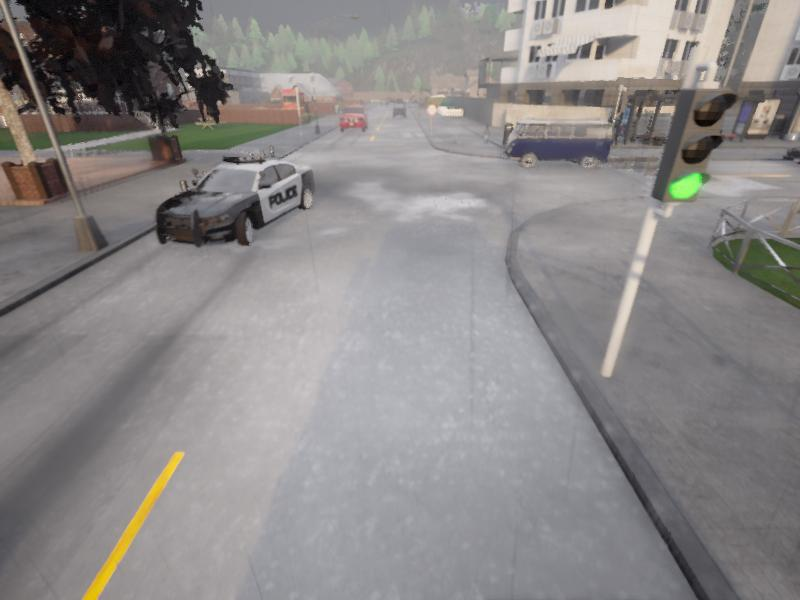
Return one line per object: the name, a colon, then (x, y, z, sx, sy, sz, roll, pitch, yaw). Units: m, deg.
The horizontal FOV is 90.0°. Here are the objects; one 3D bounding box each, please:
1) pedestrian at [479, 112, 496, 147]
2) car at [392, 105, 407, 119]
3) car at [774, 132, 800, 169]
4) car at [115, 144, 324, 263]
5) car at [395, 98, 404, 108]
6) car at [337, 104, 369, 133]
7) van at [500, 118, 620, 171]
pedestrian: (5.232, -10.246, 23.987, 0.751, 1.860, 0.751, 7, 28, 14)
car: (-0.047, -25.376, 53.890, 1.837, 1.490, 4.892, 0, 27, 0)
car: (20.351, -6.577, 17.668, 5.357, 1.411, 2.033, 0, 27, 0)
car: (-3.885, -2.729, 10.044, 1.930, 1.638, 5.238, 6, 28, 12)
car: (-0.066, -43.549, 88.546, 1.905, 1.878, 3.866, -1, 27, -2)
car: (-4.033, -16.191, 35.578, 2.150, 2.045, 5.566, 0, 27, 0)
van: (6.908, -6.973, 17.828, 4.442, 1.987, 1.775, 4, 28, 7)
